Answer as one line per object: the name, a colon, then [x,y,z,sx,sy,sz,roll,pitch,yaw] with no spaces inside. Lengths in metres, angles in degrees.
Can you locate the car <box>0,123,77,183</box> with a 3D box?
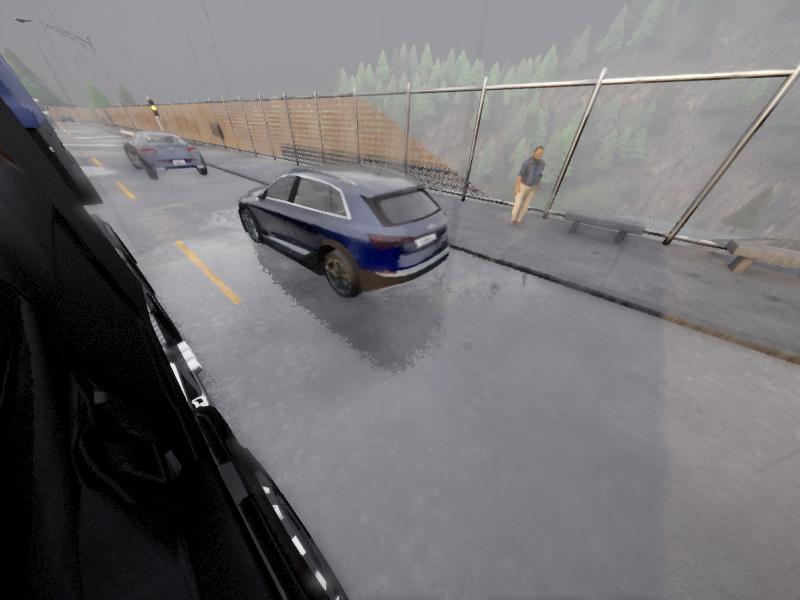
car: [-16.093,-6.408,9.854,5.238,1.638,1.930,28,44,30]

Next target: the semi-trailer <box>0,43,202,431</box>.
semi-trailer: [-8.697,-3.607,4.228,14.254,4.402,2.717,28,44,30]

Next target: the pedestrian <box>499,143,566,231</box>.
pedestrian: [3.219,-2.810,5.829,0.751,1.860,0.751,8,37,7]

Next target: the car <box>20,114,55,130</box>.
car: [-53.302,-26.254,34.057,5.027,1.651,2.152,28,44,30]

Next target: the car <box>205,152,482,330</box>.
car: [-1.349,-1.675,4.430,4.856,1.649,2.033,27,43,31]

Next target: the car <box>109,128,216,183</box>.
car: [-11.106,-6.877,10.786,5.027,1.651,2.152,28,44,30]

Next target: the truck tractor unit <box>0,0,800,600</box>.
truck tractor unit: [-2.645,-0.295,0.351,6.516,4.208,3.053,28,44,30]
